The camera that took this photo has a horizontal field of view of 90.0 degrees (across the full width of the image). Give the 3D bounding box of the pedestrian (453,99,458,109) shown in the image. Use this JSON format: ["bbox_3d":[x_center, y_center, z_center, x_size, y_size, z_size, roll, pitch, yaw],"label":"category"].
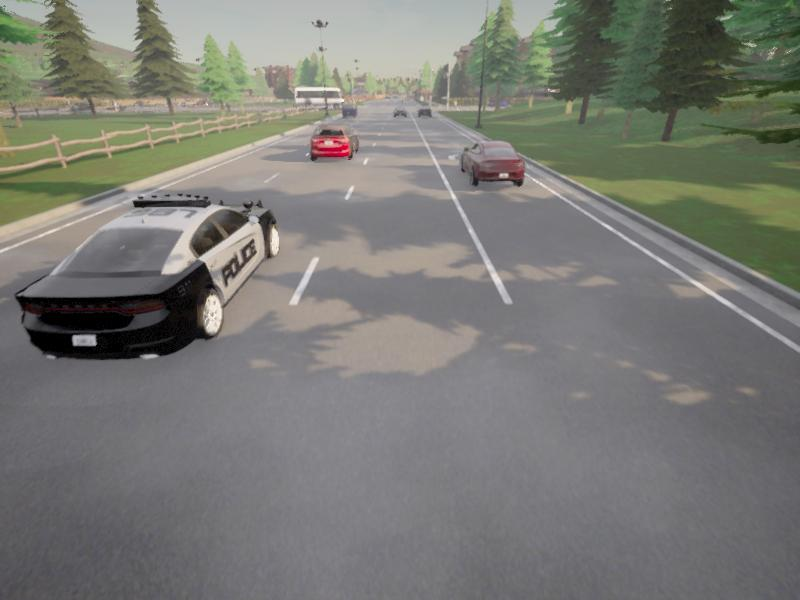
[{"bbox_3d":[12.242,-43.326,88.482,0.751,1.860,0.751,-4,27,-7],"label":"pedestrian"}]

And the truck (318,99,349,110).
[{"bbox_3d":[-14.525,-42.862,87.666,6.274,2.098,2.390,0,27,1],"label":"truck"}]

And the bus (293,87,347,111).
[{"bbox_3d":[-16.681,-42.271,84.187,10.273,4.253,3.944,0,27,1],"label":"bus"}]

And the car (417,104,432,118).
[{"bbox_3d":[3.536,-27.514,58.179,1.930,1.638,5.238,0,27,0],"label":"car"}]

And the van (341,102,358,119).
[{"bbox_3d":[-6.966,-26.492,55.932,1.775,1.987,4.442,0,27,0],"label":"van"}]

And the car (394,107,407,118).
[{"bbox_3d":[0.037,-27.810,59.169,1.895,1.301,4.718,0,27,0],"label":"car"}]

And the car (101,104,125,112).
[{"bbox_3d":[-61.258,-41.008,85.361,1.994,1.385,4.181,0,27,0],"label":"car"}]

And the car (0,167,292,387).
[{"bbox_3d":[-3.490,-0.917,6.629,1.930,1.638,5.238,0,27,0],"label":"car"}]

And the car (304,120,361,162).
[{"bbox_3d":[-3.483,-8.673,21.650,2.242,1.667,4.611,0,27,0],"label":"car"}]

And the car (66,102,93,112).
[{"bbox_3d":[-68.259,-41.192,85.267,1.932,1.855,4.605,0,27,0],"label":"car"}]

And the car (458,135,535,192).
[{"bbox_3d":[3.515,-5.414,15.495,1.812,1.442,4.674,0,27,0],"label":"car"}]
